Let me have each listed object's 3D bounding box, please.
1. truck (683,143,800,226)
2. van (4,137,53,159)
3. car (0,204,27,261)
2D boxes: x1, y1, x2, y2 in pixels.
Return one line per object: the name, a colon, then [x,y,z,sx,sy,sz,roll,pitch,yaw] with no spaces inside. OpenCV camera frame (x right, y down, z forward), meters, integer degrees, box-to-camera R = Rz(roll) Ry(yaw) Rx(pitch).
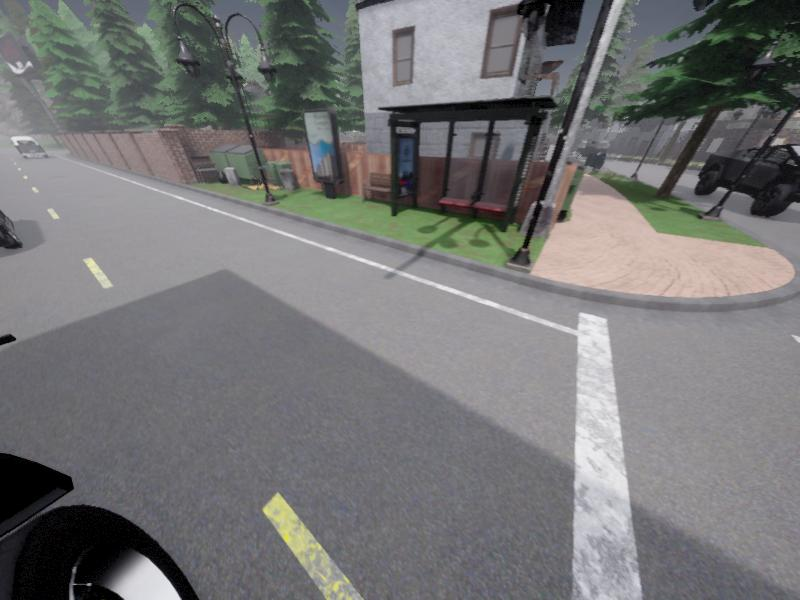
truck: [14.577,-4.688,8.831,2.390,2.098,6.274,16,38,21]
van: [-42.753,-17.554,26.602,4.480,2.038,2.069,22,41,28]
car: [-10.839,-1.826,5.203,4.181,1.385,1.994,22,41,28]
